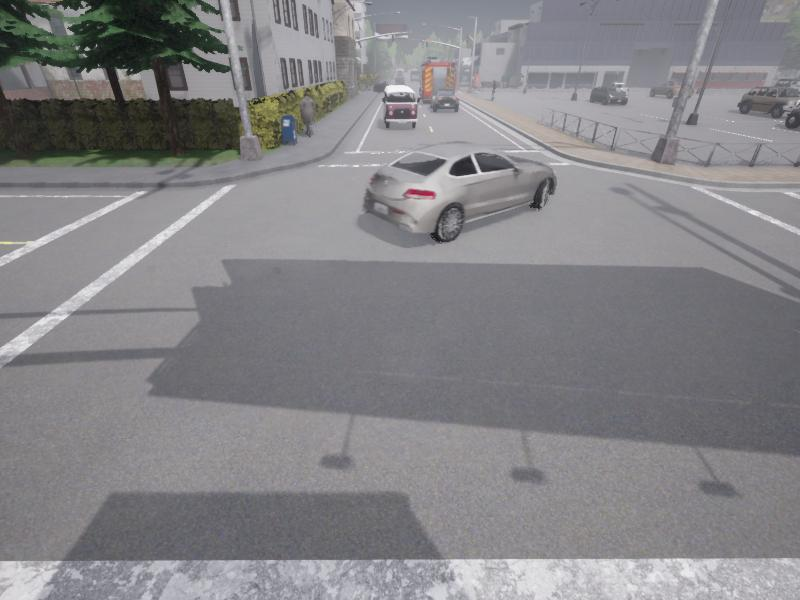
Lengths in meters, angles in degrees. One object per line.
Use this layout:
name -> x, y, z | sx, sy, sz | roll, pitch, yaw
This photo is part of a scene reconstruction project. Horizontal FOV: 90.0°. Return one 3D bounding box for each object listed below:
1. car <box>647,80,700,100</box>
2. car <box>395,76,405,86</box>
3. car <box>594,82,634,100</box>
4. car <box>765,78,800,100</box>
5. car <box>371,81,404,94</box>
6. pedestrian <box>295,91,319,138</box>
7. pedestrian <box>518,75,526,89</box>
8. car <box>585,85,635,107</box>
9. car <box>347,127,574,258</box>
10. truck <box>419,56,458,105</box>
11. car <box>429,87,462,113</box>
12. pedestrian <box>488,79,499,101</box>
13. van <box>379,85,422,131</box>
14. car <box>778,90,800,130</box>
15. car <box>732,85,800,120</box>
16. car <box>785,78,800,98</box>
car -> 28.980, -22.417, 42.622 | 2.152, 1.636, 5.027 | 0, 30, 0
car -> 0.002, -40.262, 73.483 | 1.837, 1.490, 4.892 | 0, 30, 0
car -> 22.563, -22.178, 42.368 | 1.970, 1.475, 3.806 | 0, 30, 0
car -> 41.774, -22.500, 42.612 | 1.905, 1.878, 3.866 | 0, 30, 0
car -> -1.593, -27.415, 51.652 | 1.994, 1.385, 4.181 | -23, 37, -36
pedestrian -> -4.297, -8.581, 18.521 | 0.751, 1.860, 0.751 | -14, 33, -22
pedestrian -> 18.978, -33.802, 62.066 | 0.751, 1.860, 0.751 | 1, 30, 1
car -> 18.919, -18.562, 36.305 | 2.007, 1.523, 4.514 | 0, 30, 0
car -> 1.524, -2.781, 9.312 | 5.027, 1.651, 2.152 | -23, 39, -33
truck -> 3.502, -21.376, 38.836 | 2.891, 3.827, 8.468 | 0, 30, 0
car -> 3.495, -15.889, 31.713 | 2.038, 1.542, 4.974 | 0, 30, 0
pedestrian -> 8.993, -20.278, 38.658 | 0.751, 1.860, 0.751 | 3, 30, 6
van -> -0.056, -11.214, 23.201 | 2.069, 2.038, 4.480 | -2, 30, -4
car -> 22.619, -9.742, 20.762 | 1.905, 1.878, 3.866 | 0, 30, 0
car -> 25.886, -13.696, 27.575 | 1.932, 1.855, 4.605 | 0, 30, 0
car -> 44.679, -22.694, 42.985 | 1.932, 1.855, 4.605 | 0, 30, 0
